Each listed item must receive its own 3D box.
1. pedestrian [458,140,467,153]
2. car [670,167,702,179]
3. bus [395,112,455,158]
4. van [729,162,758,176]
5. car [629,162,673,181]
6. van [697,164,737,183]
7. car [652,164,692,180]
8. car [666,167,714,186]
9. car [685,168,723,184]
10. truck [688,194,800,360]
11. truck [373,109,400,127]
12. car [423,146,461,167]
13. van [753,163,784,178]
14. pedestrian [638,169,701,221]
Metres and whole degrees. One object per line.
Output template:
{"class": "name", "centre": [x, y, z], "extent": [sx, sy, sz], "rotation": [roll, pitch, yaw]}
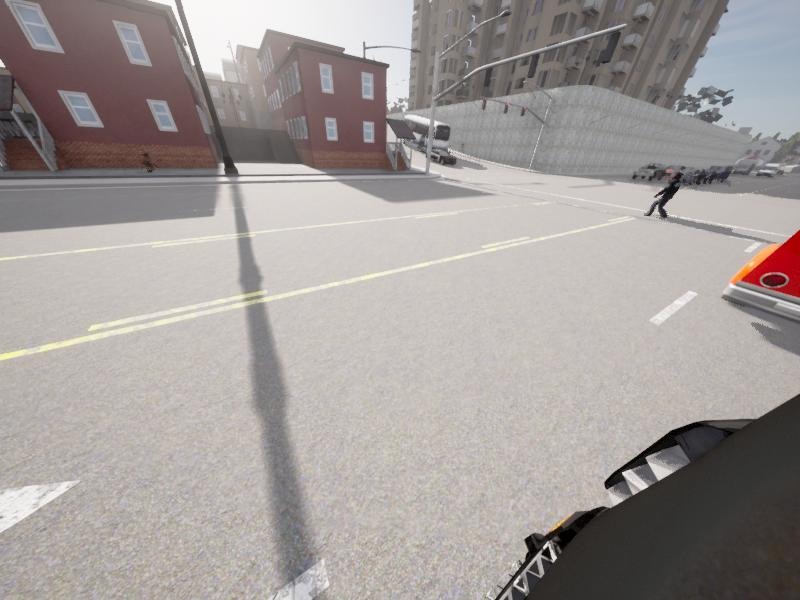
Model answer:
{"class": "pedestrian", "centre": [10.864, -26.626, 40.181], "extent": [0.751, 1.860, 0.751], "rotation": [-13, 37, -22]}
{"class": "car", "centre": [43.382, -19.311, 35.055], "extent": [4.193, 1.474, 1.816], "rotation": [-16, 38, -26]}
{"class": "bus", "centre": [3.623, -26.837, 37.462], "extent": [3.944, 4.253, 10.273], "rotation": [-16, 49, -26]}
{"class": "van", "centre": [77.376, -29.488, 52.011], "extent": [5.915, 2.561, 1.988], "rotation": [-16, 38, -26]}
{"class": "car", "centre": [31.289, -16.020, 28.797], "extent": [4.605, 1.855, 1.932], "rotation": [-16, 38, -26]}
{"class": "van", "centre": [43.121, -17.208, 31.402], "extent": [4.442, 1.987, 1.775], "rotation": [-16, 38, -26]}
{"class": "car", "centre": [37.949, -17.889, 32.204], "extent": [4.553, 1.767, 2.097], "rotation": [-16, 38, -26]}
{"class": "car", "centre": [33.205, -14.224, 26.471], "extent": [4.856, 1.649, 2.033], "rotation": [-16, 38, -26]}
{"class": "car", "centre": [38.210, -15.617, 29.042], "extent": [3.633, 1.501, 1.845], "rotation": [-16, 38, -26]}
{"class": "truck", "centre": [7.970, -0.714, 3.424], "extent": [5.204, 2.467, 2.627], "rotation": [-15, 38, -24]}
{"class": "truck", "centre": [-4.623, -61.182, 77.787], "extent": [8.468, 3.827, 2.891], "rotation": [-16, 38, -26]}
{"class": "car", "centre": [5.458, -19.041, 30.592], "extent": [1.930, 1.638, 5.238], "rotation": [-16, 43, -26]}
{"class": "van", "centre": [78.567, -27.590, 49.244], "extent": [5.915, 2.561, 1.988], "rotation": [-16, 38, -26]}
{"class": "pedestrian", "centre": [11.188, -4.365, 9.661], "extent": [0.751, 1.860, 0.751], "rotation": [-10, 36, -19]}
